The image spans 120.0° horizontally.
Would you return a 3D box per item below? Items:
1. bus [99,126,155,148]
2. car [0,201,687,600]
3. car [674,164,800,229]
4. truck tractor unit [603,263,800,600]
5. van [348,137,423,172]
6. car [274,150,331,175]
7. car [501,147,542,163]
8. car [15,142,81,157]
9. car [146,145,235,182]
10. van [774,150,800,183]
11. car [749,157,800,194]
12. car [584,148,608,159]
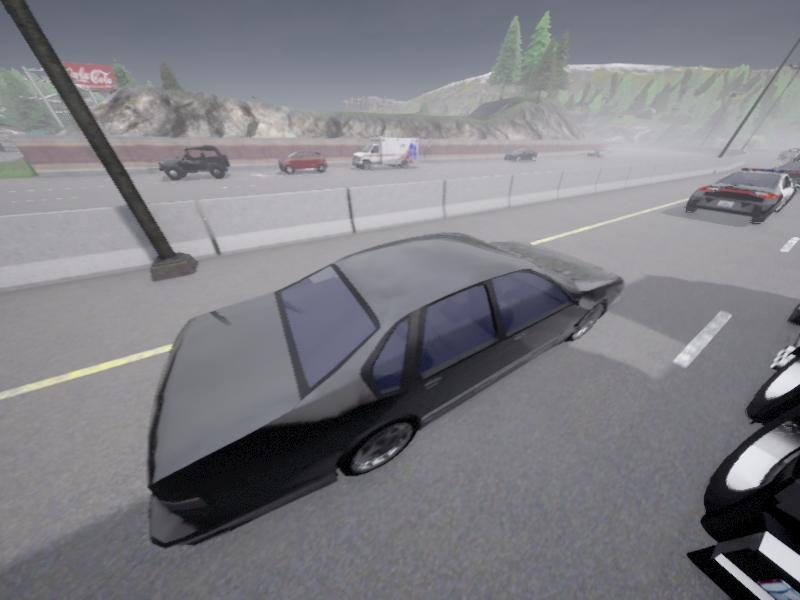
[{"bbox_3d":[-67.904,-40.855,58.077,3.944,4.253,10.273,-10,36,-15],"label":"bus"},{"bbox_3d":[0.577,0.036,2.757,5.357,1.411,2.033,-18,39,-24],"label":"car"},{"bbox_3d":[13.187,-4.112,8.745,4.974,1.542,2.038,-18,39,-25],"label":"car"},{"bbox_3d":[5.110,-0.299,0.798,6.516,4.208,3.053,-18,39,-24],"label":"truck tractor unit"},{"bbox_3d":[-1.270,-13.619,21.502,6.366,2.431,2.351,-18,39,-24],"label":"van"},{"bbox_3d":[-7.802,-11.143,18.631,3.705,1.549,1.789,-18,39,-24],"label":"car"},{"bbox_3d":[15.744,-18.785,29.903,5.008,1.535,1.882,-18,39,-25],"label":"car"},{"bbox_3d":[-49.404,-21.319,32.669,1.882,1.535,5.008,-1,35,-3],"label":"car"},{"bbox_3d":[-13.806,-9.334,15.665,3.866,1.878,1.905,-18,39,-24],"label":"car"},{"bbox_3d":[30.593,-10.188,16.801,5.915,2.561,1.988,-18,39,-25],"label":"van"},{"bbox_3d":[23.581,-7.481,13.712,4.974,1.542,2.038,-18,39,-24],"label":"car"},{"bbox_3d":[32.685,-24.411,38.399,4.718,1.301,1.895,-29,44,-35],"label":"car"}]
